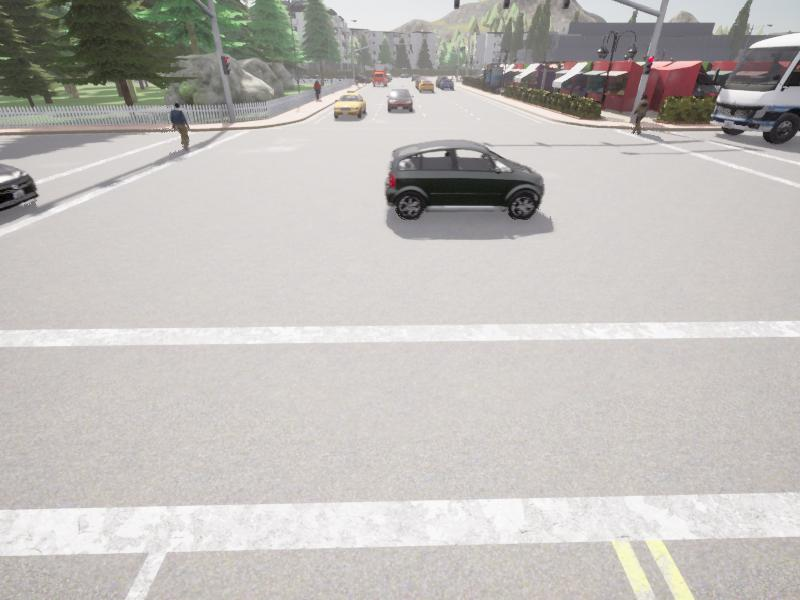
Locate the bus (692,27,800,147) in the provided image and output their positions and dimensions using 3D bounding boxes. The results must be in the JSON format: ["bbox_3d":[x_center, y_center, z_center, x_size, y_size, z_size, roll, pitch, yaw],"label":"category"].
[{"bbox_3d":[20.115,-9.388,17.771,10.273,4.253,3.944,0,30,0],"label":"bus"}]

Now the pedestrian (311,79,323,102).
[{"bbox_3d":[-7.744,-19.640,37.460,0.751,1.860,0.751,0,30,0],"label":"pedestrian"}]

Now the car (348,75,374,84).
[{"bbox_3d":[-7.684,-43.676,79.328,4.892,1.490,1.837,13,33,21],"label":"car"}]

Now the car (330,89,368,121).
[{"bbox_3d":[-3.451,-13.695,27.906,1.801,1.575,5.366,1,30,1],"label":"car"}]

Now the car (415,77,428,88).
[{"bbox_3d":[3.505,-35.777,65.766,1.882,1.535,5.008,0,30,0],"label":"car"}]

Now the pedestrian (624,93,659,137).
[{"bbox_3d":[11.698,-8.996,19.430,0.751,1.860,0.751,-2,30,-4],"label":"pedestrian"}]

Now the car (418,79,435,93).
[{"bbox_3d":[3.546,-28.941,54.060,1.882,1.535,5.008,0,30,0],"label":"car"}]

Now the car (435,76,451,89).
[{"bbox_3d":[7.005,-35.415,65.059,2.033,1.649,4.856,0,30,0],"label":"car"}]

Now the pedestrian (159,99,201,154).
[{"bbox_3d":[-8.532,-6.760,15.613,0.751,1.860,0.751,1,30,2],"label":"pedestrian"}]

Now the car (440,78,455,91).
[{"bbox_3d":[7.005,-32.055,59.455,1.816,1.474,4.193,0,30,0],"label":"car"}]

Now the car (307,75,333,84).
[{"bbox_3d":[-15.965,-44.082,80.024,4.892,1.490,1.837,1,30,1],"label":"car"}]

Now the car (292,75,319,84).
[{"bbox_3d":[-19.584,-45.823,83.168,5.027,1.651,2.152,1,30,1],"label":"car"}]

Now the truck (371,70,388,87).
[{"bbox_3d":[-3.494,-37.998,68.642,2.627,2.467,5.204,0,30,0],"label":"truck"}]

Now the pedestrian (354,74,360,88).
[{"bbox_3d":[-6.735,-34.252,62.484,0.751,1.860,0.751,-9,31,-14],"label":"pedestrian"}]

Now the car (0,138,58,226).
[{"bbox_3d":[-10.956,-2.610,8.865,4.514,1.525,2.007,-2,30,-3],"label":"car"}]

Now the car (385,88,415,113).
[{"bbox_3d":[0.004,-15.981,31.920,2.163,1.488,4.792,0,30,0],"label":"car"}]

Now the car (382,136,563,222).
[{"bbox_3d":[1.467,-2.864,9.343,3.705,1.549,1.789,0,30,-1],"label":"car"}]

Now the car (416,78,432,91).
[{"bbox_3d":[3.516,-32.305,59.877,2.163,1.488,4.792,0,30,0],"label":"car"}]
